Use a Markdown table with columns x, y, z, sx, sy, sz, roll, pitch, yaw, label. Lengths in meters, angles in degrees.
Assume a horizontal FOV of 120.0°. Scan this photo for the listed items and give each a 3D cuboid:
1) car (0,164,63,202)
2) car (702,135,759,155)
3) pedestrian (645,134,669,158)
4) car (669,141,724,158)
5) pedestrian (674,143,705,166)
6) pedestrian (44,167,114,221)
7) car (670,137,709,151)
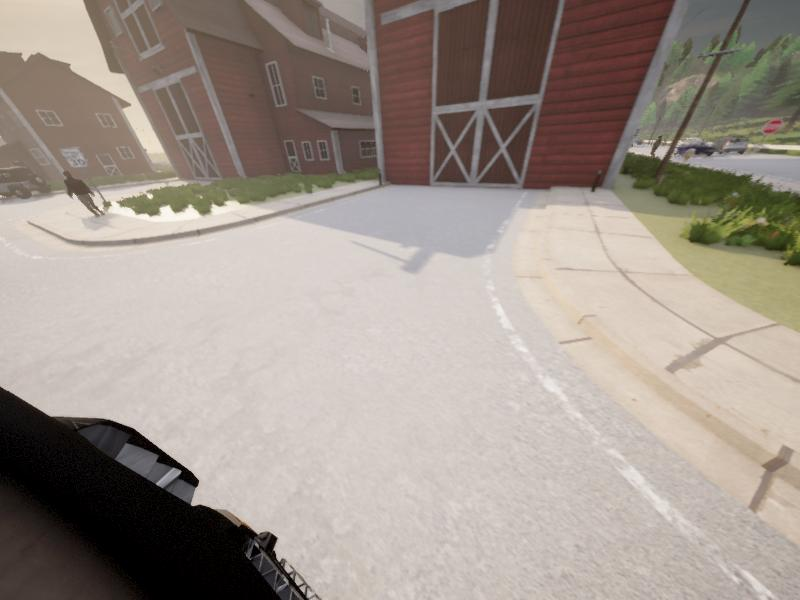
| x | y | z | sx | sy | sz | roll | pitch | yaw | label |
| --- | --- | --- | --- | --- | --- | --- | --- | --- | --- |
| -28.497 | -8.432 | 16.756 | 3.866 | 1.878 | 1.905 | -11 | 40 | -9 | car |
| 34.733 | -16.438 | 24.497 | 1.851 | 1.617 | 3.988 | 16 | 38 | 26 | car |
| 24.624 | -14.740 | 22.180 | 0.751 | 1.860 | 0.751 | 12 | 37 | 21 | pedestrian |
| 29.874 | -15.321 | 23.474 | 1.895 | 1.301 | 4.718 | 16 | 38 | 26 | car |
| 20.351 | -10.231 | 16.258 | 0.751 | 1.300 | 0.751 | 17 | 39 | 27 | pedestrian |
| -12.946 | -4.327 | 9.411 | 0.751 | 1.860 | 0.751 | -27 | 40 | -31 | pedestrian |
| 39.880 | -21.576 | 31.944 | 1.812 | 1.442 | 4.674 | 16 | 38 | 26 | car |
